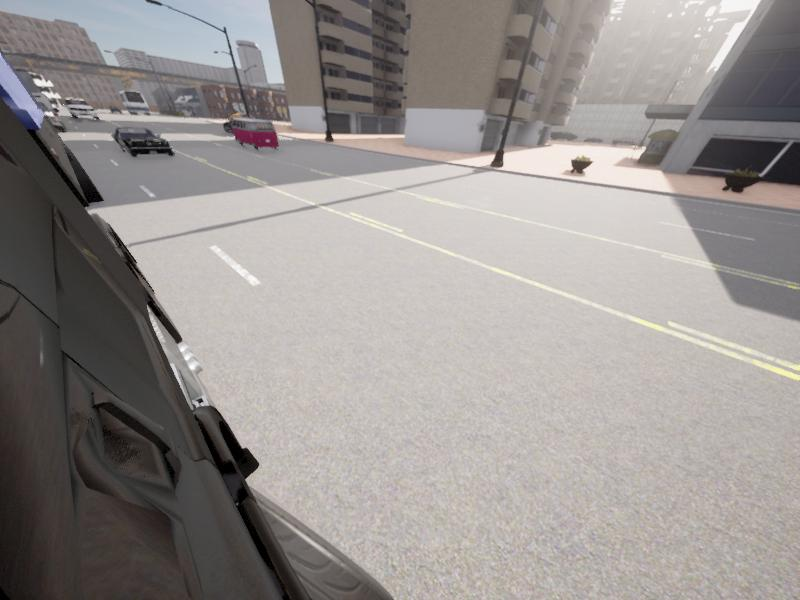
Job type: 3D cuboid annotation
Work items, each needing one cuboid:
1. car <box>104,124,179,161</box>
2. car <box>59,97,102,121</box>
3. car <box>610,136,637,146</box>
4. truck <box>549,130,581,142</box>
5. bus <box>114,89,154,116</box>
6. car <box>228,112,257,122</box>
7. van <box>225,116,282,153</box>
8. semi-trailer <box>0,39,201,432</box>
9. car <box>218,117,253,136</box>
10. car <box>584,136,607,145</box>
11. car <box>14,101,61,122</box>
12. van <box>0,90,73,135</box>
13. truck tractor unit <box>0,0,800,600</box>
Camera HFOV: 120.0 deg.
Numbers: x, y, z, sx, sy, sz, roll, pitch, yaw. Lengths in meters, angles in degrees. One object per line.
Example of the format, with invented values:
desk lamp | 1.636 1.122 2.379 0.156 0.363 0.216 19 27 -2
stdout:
car | -15.219 -9.319 13.581 4.718 1.301 1.895 30 44 29
car | -41.320 -24.704 29.843 5.566 2.045 2.150 29 44 28
car | 59.718 -42.626 61.874 4.856 1.649 2.033 30 45 31
truck | 43.712 -43.628 61.477 6.274 2.098 2.390 30 45 31
bus | -62.448 -46.167 54.180 10.273 4.253 3.944 32 45 32
car | -36.995 -42.953 54.335 1.882 1.535 5.008 30 45 30
van | -11.615 -13.173 18.340 4.442 1.987 1.775 30 44 29
semi-trailer | -8.666 -3.662 4.208 14.254 4.402 2.717 29 44 30
car | -19.122 -20.172 26.846 3.633 1.501 1.845 30 45 28
car | 47.032 -38.534 55.661 3.806 1.475 1.970 30 45 31
car | -39.038 -20.348 24.918 4.902 1.511 2.128 30 44 29
van | -29.309 -15.092 18.537 6.366 2.431 2.351 30 45 29
truck tractor unit | -2.645 -0.295 0.351 6.516 4.208 3.053 28 44 30
